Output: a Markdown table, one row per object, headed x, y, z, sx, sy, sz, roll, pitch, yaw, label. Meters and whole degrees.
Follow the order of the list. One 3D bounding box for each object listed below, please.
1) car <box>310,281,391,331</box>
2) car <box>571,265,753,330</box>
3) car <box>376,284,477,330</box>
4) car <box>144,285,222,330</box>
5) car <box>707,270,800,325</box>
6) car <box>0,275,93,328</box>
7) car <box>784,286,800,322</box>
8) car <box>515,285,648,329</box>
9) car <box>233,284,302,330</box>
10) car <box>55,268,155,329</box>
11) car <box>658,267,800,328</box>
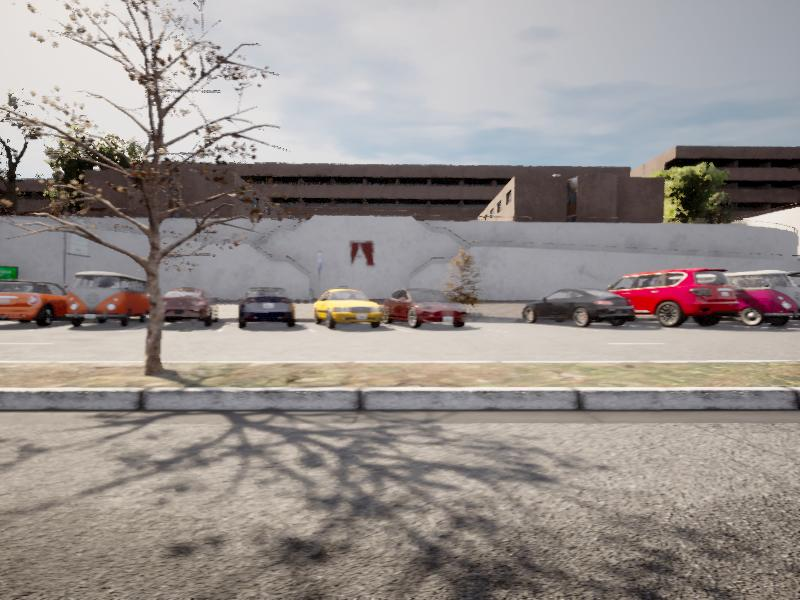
| x | y | z | sx | sy | sz | roll | pitch | yaw | label |
| --- | --- | --- | --- | --- | --- | --- | --- | --- | --- |
| -2.140 | 0.234 | 15.399 | 1.946 | 1.575 | 5.366 | 1 | -1 | -20 | car |
| 9.714 | -0.045 | 15.593 | 2.435 | 2.045 | 5.566 | 0 | -1 | -20 | car |
| 0.787 | 0.267 | 15.541 | 2.163 | 1.488 | 4.792 | 1 | -1 | -20 | car |
| -8.182 | 0.270 | 15.569 | 2.002 | 1.452 | 4.674 | 0 | -1 | -20 | car |
| 15.710 | -0.084 | 15.539 | 2.435 | 2.045 | 5.566 | 0 | -1 | -20 | car |
| -14.141 | 0.075 | 15.550 | 2.185 | 1.767 | 4.553 | 0 | -1 | -20 | car |
| 18.681 | 0.149 | 15.552 | 2.231 | 1.521 | 4.892 | 0 | -1 | -20 | car |
| 6.745 | 0.259 | 15.562 | 2.002 | 1.452 | 4.674 | 0 | -1 | -20 | car |
| -5.209 | 0.270 | 15.599 | 2.163 | 1.488 | 4.792 | 0 | -1 | -20 | car |
| -11.113 | -0.007 | 15.471 | 1.878 | 1.987 | 4.442 | 1 | -1 | -20 | car |
| 12.757 | -0.040 | 15.457 | 1.878 | 1.987 | 4.442 | 0 | -1 | -20 | car |
